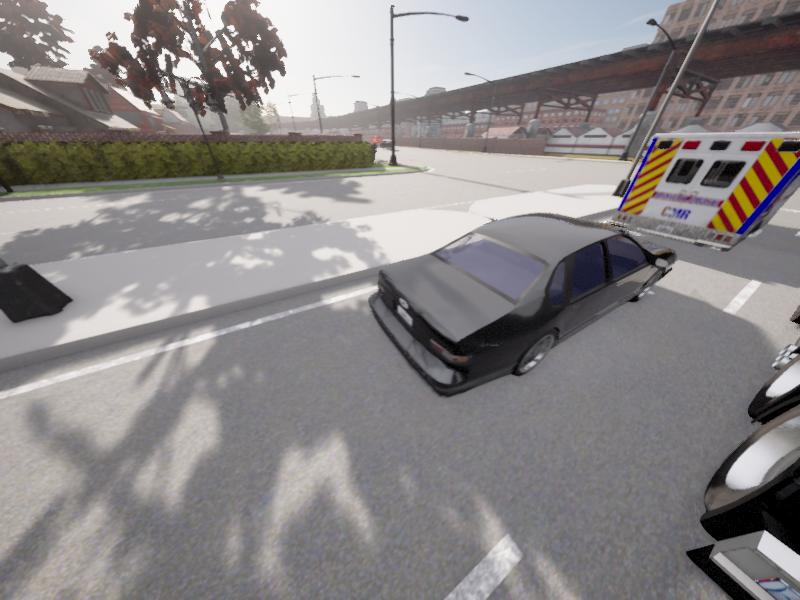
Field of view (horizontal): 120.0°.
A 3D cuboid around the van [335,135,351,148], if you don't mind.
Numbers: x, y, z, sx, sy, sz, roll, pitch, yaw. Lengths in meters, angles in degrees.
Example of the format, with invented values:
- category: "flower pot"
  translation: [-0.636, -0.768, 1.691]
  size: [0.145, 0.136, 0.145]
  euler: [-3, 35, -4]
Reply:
- category: "van"
  translation: [-15.059, -41.920, 61.069]
  size: [1.988, 2.561, 5.915]
  euler: [-18, 40, -24]

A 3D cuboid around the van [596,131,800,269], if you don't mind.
- category: "van"
  translation: [9.029, -3.148, 6.473]
  size: [6.366, 2.431, 2.351]
  euler: [-18, 39, -24]

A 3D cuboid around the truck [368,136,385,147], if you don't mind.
- category: "truck"
  translation: [-6.780, -45.692, 66.583]
  size: [2.627, 2.467, 5.204]
  euler: [-18, 40, -24]

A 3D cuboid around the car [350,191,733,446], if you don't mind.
- category: "car"
  translation: [2.231, -0.508, 3.533]
  size: [5.357, 1.411, 2.033]
  euler: [-18, 39, -24]

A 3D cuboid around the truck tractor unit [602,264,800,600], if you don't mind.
- category: "truck tractor unit"
  translation: [5.106, -0.305, 0.782]
  size: [6.516, 4.208, 3.053]
  euler: [-18, 39, -24]
